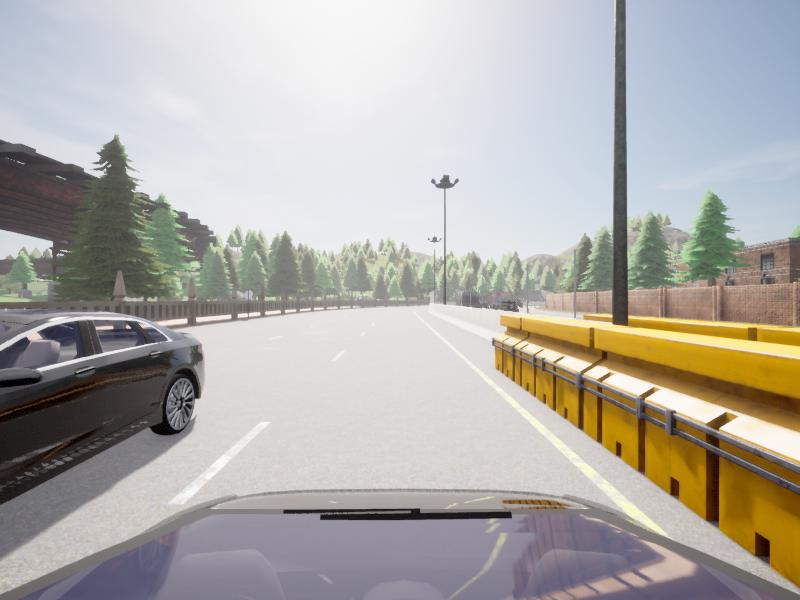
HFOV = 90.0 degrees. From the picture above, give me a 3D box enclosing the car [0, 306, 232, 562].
[{"bbox_3d":[-3.500,0.837,3.363,2.128,1.511,4.902,0,0,0],"label":"car"}]
